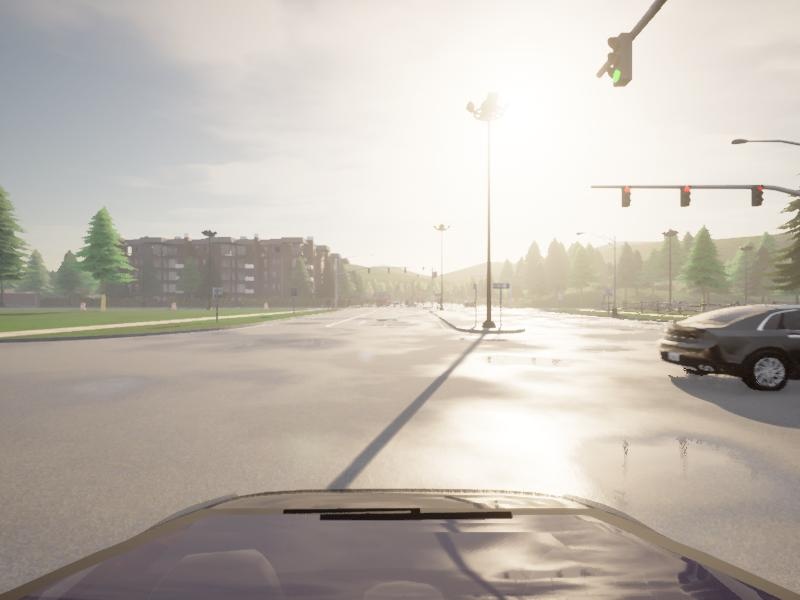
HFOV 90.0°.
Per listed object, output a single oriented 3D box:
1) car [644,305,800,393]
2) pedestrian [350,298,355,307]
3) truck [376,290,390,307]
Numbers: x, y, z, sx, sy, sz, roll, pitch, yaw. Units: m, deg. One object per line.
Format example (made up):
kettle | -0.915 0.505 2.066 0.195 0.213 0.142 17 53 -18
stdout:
car | 7.733 0.845 7.720 4.892 1.490 1.837 0 0 1
pedestrian | -9.882 0.486 83.614 0.751 1.860 0.751 0 0 12
truck | -4.019 -0.318 97.032 2.891 3.827 8.468 0 0 1
